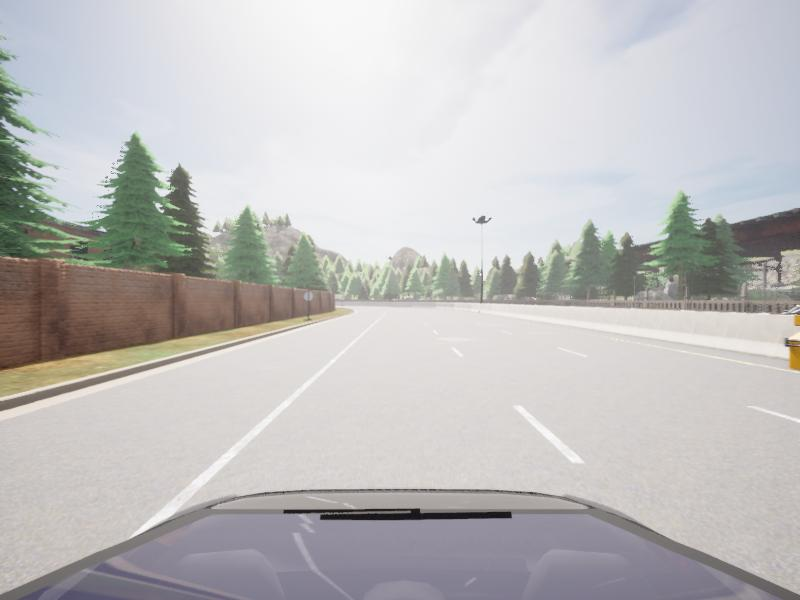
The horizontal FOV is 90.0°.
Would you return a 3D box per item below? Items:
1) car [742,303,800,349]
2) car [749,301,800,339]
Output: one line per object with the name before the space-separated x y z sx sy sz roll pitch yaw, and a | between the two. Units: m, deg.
car | 14.002 0.856 13.309 1.970 1.475 3.806 0 0 0
car | 17.503 0.832 16.381 2.038 1.542 4.974 0 0 0
